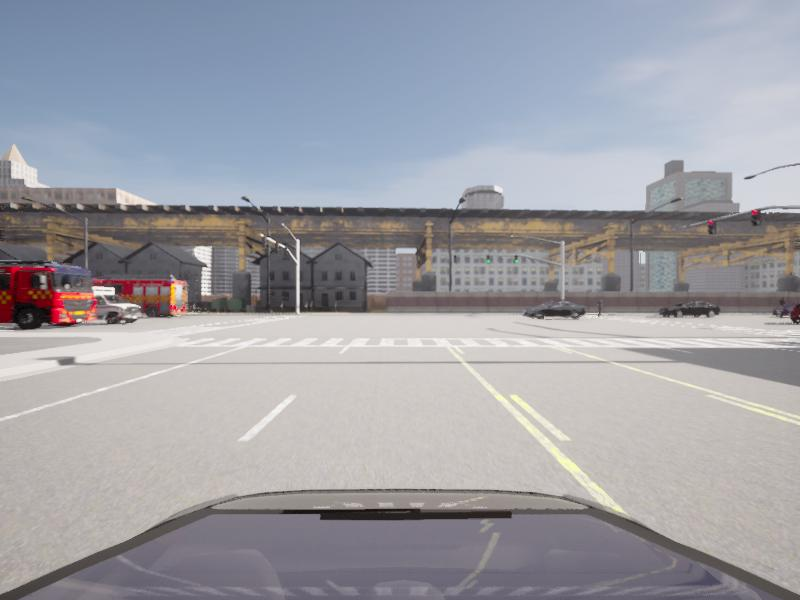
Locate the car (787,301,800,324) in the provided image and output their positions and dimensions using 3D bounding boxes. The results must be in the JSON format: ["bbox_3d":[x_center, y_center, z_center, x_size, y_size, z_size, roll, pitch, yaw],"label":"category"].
[{"bbox_3d":[27.863,0.832,26.005,3.633,1.501,1.845,0,0,0],"label":"car"}]

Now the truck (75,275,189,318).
[{"bbox_3d":[-24.219,-0.311,36.497,8.468,3.827,2.891,0,0,0],"label":"truck"}]

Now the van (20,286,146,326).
[{"bbox_3d":[-20.462,0.385,26.056,6.366,2.431,2.351,0,0,1],"label":"van"}]

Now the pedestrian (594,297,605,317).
[{"bbox_3d":[18.970,0.648,38.044,0.751,1.860,0.751,0,0,15],"label":"pedestrian"}]

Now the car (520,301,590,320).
[{"bbox_3d":[12.711,0.846,32.995,4.902,1.511,2.128,0,0,0],"label":"car"}]

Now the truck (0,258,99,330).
[{"bbox_3d":[-22.260,-0.315,22.488,8.468,3.827,2.891,0,0,0],"label":"truck"}]

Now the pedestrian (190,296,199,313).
[{"bbox_3d":[-22.358,0.496,43.507,0.751,1.860,0.751,0,0,-18],"label":"pedestrian"}]

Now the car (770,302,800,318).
[{"bbox_3d":[36.914,0.880,36.506,4.674,1.442,1.812,0,0,0],"label":"car"}]

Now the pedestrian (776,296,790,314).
[{"bbox_3d":[40.754,0.496,42.589,0.751,1.860,0.751,0,0,-13],"label":"pedestrian"}]

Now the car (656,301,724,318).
[{"bbox_3d":[26.359,0.854,36.503,4.892,1.490,1.837,0,0,0],"label":"car"}]
